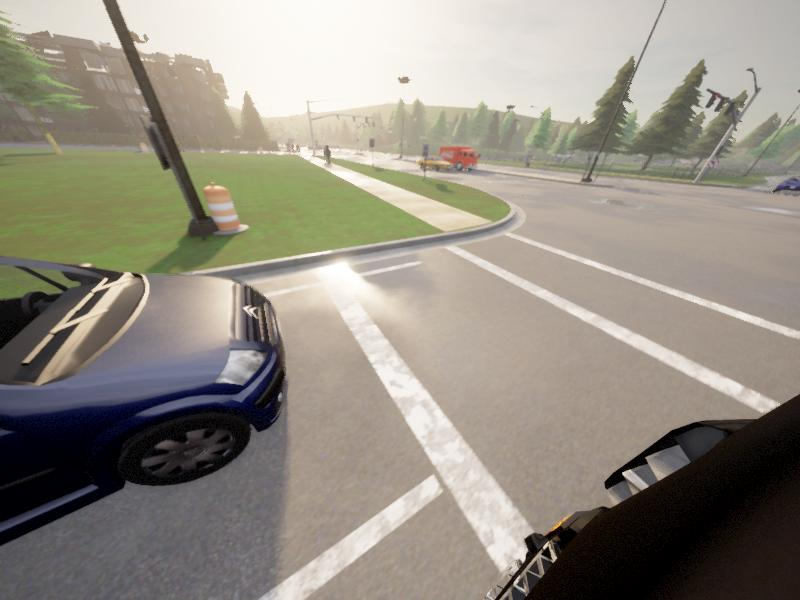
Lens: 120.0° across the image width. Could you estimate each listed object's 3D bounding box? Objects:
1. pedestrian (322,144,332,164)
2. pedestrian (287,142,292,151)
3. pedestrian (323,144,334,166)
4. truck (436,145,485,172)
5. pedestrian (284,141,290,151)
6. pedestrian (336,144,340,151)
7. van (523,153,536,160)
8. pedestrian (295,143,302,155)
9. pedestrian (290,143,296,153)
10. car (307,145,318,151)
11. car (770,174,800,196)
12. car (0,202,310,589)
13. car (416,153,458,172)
[{"bbox_3d":[-8.137,-16.177,25.661,0.751,1.860,0.751,-11,36,-20],"label":"pedestrian"},{"bbox_3d":[-26.684,-37.062,55.702,0.751,1.860,0.751,-8,35,-16],"label":"pedestrian"},{"bbox_3d":[-7.471,-15.143,24.154,0.751,1.860,0.751,-11,36,-19],"label":"pedestrian"},{"bbox_3d":[7.228,-17.414,28.416,2.627,2.467,5.204,-16,38,-25],"label":"truck"},{"bbox_3d":[-27.303,-37.125,55.752,0.751,1.860,0.751,6,34,5],"label":"pedestrian"},{"bbox_3d":[-19.286,-47.687,72.219,0.751,1.860,0.751,-19,39,-29],"label":"pedestrian"},{"bbox_3d":[47.903,-53.130,85.532,4.442,1.987,1.775,-16,38,-26],"label":"van"},{"bbox_3d":[-19.165,-28.442,43.568,0.751,1.860,0.751,-15,38,-25],"label":"pedestrian"},{"bbox_3d":[-23.896,-33.913,51.444,0.751,1.860,0.751,-14,37,-24],"label":"pedestrian"},{"bbox_3d":[-28.000,-48.640,73.834,1.895,1.301,4.718,-16,38,-26],"label":"car"},{"bbox_3d":[36.883,-10.726,21.432,4.193,1.474,1.816,-16,38,-26],"label":"car"},{"bbox_3d":[-2.952,0.581,1.392,3.988,1.617,1.851,-16,38,-26],"label":"car"},{"bbox_3d":[4.170,-16.189,27.153,1.801,1.575,5.366,-16,38,-25],"label":"car"}]
